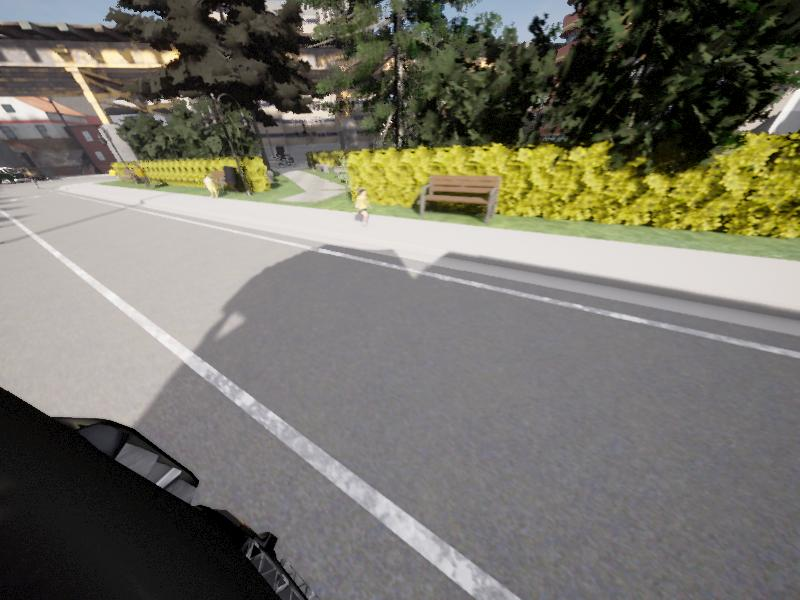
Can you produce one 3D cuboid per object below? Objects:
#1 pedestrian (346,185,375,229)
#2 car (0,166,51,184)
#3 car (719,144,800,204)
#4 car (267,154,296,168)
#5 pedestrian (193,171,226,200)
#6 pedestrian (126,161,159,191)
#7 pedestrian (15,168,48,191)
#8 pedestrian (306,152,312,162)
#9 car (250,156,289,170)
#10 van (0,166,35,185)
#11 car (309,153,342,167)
[{"bbox_3d":[-1.168,-2.776,6.909,0.500,1.100,0.500,19,39,29],"label":"pedestrian"},{"bbox_3d":[-55.930,-18.387,33.990,4.605,1.855,1.932,-10,34,-11],"label":"car"},{"bbox_3d":[14.792,-3.877,7.239,2.152,1.651,5.027,-10,34,-10],"label":"car"},{"bbox_3d":[-20.795,-24.542,40.649,3.866,1.878,1.905,-10,34,-11],"label":"car"},{"bbox_3d":[-10.450,-6.293,12.698,0.751,1.300,0.751,20,40,30],"label":"pedestrian"},{"bbox_3d":[-19.439,-9.371,17.477,0.751,1.860,0.751,16,38,26],"label":"pedestrian"},{"bbox_3d":[-35.121,-11.484,22.065,0.751,1.860,0.751,26,43,36],"label":"pedestrian"},{"bbox_3d":[-19.352,-30.455,49.146,0.751,1.860,0.751,-15,35,-17],"label":"pedestrian"},{"bbox_3d":[-21.119,-22.349,37.621,5.027,1.651,2.152,-10,34,-11],"label":"car"},{"bbox_3d":[-54.286,-16.744,31.250,4.480,2.038,2.069,-10,34,-11],"label":"van"},{"bbox_3d":[-12.628,-23.862,39.272,5.027,1.651,2.152,-10,34,-11],"label":"car"}]
